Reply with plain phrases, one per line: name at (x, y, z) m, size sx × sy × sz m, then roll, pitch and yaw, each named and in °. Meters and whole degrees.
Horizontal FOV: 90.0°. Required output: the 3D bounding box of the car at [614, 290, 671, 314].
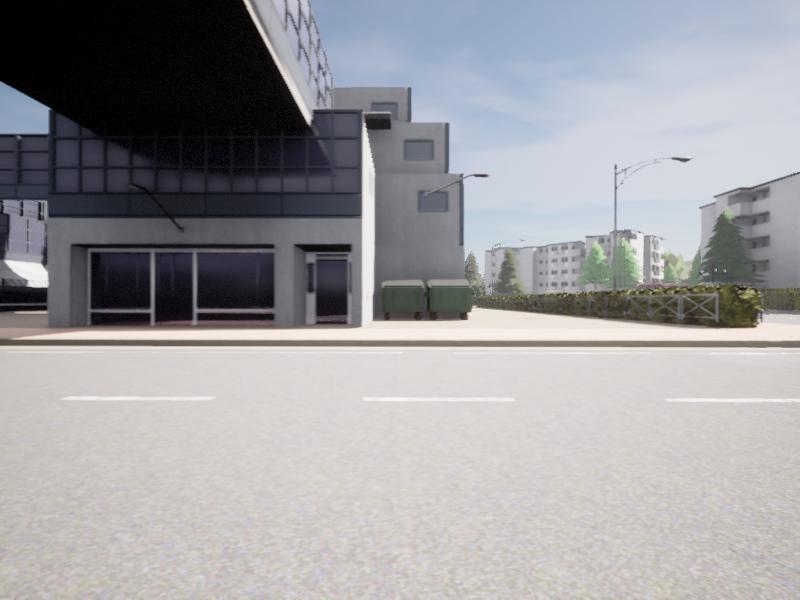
car at (19.996, 0.068, 33.273) m, size 1.932 × 1.855 × 4.605 m, roll 0°, pitch 2°, yaw 0°

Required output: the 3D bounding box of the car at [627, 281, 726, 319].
car at (16.464, -0.013, 24.313) m, size 2.150 × 2.045 × 5.566 m, roll 0°, pitch 0°, yaw 0°
